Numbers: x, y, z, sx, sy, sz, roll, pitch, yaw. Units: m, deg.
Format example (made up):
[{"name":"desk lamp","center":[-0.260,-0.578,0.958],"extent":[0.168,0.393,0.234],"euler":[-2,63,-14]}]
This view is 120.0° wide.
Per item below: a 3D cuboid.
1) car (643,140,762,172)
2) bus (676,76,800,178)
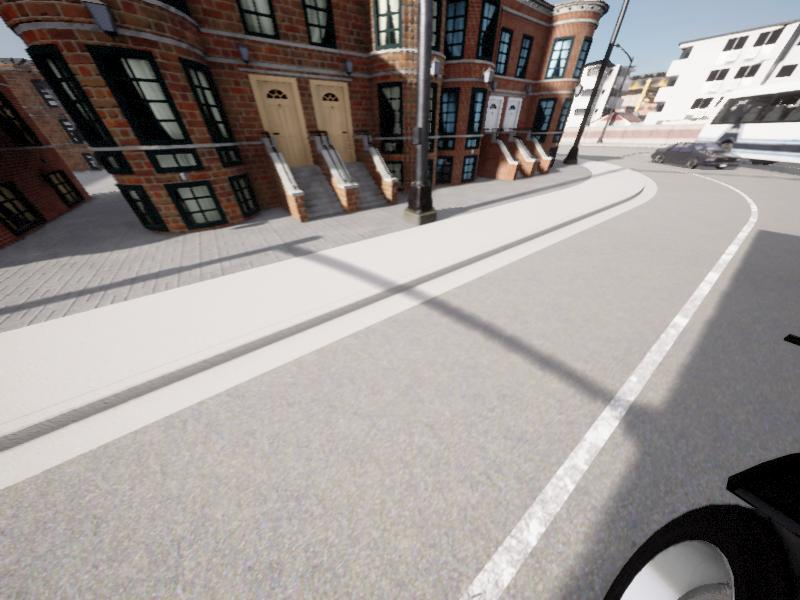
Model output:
[{"name":"car","center":[19.648,-9.785,15.536],"extent":[2.033,1.411,5.357],"euler":[6,36,10]},{"name":"bus","center":[22.916,-9.671,12.829],"extent":[3.944,4.253,10.273],"euler":[7,37,10]}]
